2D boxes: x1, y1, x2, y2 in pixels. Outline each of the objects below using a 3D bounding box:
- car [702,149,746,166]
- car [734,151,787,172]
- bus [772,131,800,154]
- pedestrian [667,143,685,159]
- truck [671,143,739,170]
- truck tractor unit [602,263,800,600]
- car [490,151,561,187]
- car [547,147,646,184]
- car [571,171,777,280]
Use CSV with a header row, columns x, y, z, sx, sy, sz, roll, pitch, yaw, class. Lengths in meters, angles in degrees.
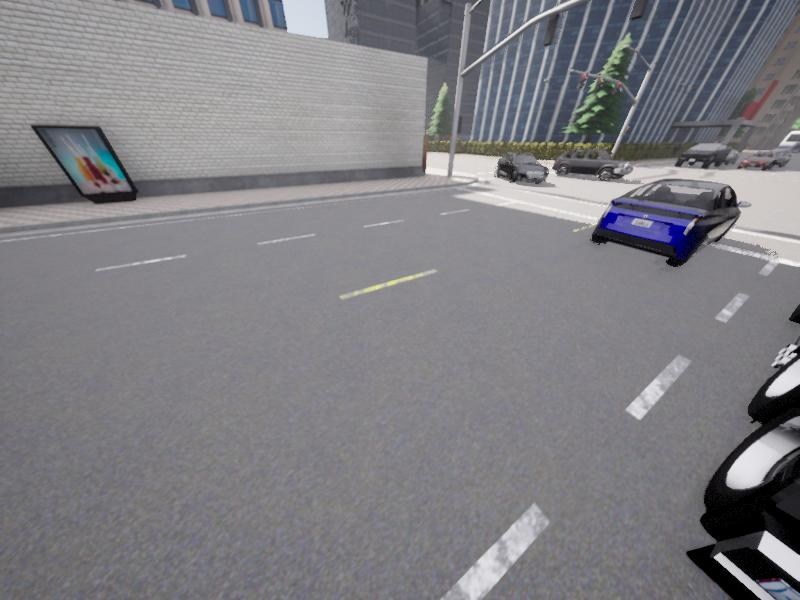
x,y,z,sx,sy,sz,roll,pitch,yaw,class
38.322,-16.895,27.304,4.674,1.442,1.812,-18,39,-24,car
34.814,-13.457,22.315,4.193,1.474,1.816,-18,39,-24,car
91.628,-34.197,50.224,3.944,4.253,10.273,-18,39,-24,bus
39.075,-21.151,32.743,0.751,1.860,0.751,-18,39,-24,pedestrian
31.511,-14.949,23.881,6.274,2.098,2.390,-18,39,-24,truck
5.106,-0.306,0.783,6.516,4.208,3.053,-18,39,-24,truck tractor unit
7.971,-8.834,15.375,2.033,1.649,4.856,2,34,0,car
13.583,-9.671,16.393,1.932,1.855,4.605,-18,39,-24,car
6.905,-2.191,5.863,4.514,1.525,2.007,-20,40,-26,car
